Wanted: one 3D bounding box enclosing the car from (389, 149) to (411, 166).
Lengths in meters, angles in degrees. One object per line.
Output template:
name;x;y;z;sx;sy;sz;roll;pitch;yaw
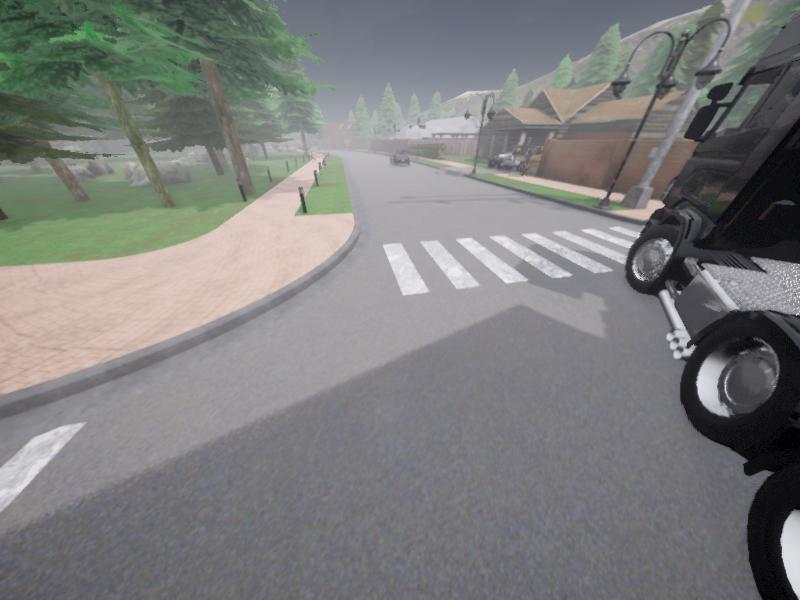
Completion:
car;-0.065;-16.538;26.701;1.845;1.501;3.633;-7;35;-10

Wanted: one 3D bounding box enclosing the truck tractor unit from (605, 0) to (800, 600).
truck tractor unit;4.454;-0.688;1.338;3.053;4.208;6.516;20;39;25

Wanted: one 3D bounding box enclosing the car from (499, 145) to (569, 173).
car;11.298;-12.029;19.657;4.605;1.855;1.932;-7;35;-10

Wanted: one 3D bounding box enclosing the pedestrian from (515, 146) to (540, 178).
pedestrian;8.738;-9.476;15.891;0.751;1.860;0.751;-6;35;-9

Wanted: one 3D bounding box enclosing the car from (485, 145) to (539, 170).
car;10.380;-13.375;21.611;3.866;1.878;1.905;-7;35;-10
